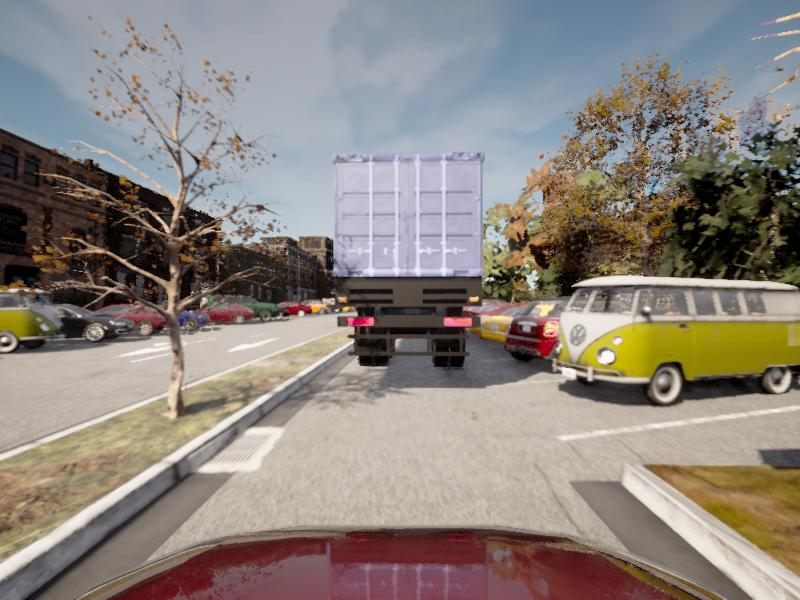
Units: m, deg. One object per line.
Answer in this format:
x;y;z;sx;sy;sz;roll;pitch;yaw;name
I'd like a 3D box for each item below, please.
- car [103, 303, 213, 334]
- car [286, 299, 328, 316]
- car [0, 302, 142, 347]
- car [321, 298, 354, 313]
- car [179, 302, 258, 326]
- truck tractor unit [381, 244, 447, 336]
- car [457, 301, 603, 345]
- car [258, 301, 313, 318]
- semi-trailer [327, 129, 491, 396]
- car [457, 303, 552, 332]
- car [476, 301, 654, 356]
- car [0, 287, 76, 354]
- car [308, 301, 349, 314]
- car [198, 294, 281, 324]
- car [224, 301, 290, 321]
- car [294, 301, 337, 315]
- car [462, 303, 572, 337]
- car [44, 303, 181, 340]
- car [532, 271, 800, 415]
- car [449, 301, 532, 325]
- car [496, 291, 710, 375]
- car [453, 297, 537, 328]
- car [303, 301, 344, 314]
-12.686;0.920;21.330;4.674;1.452;2.002;-1;-1;-17;car
-10.544;0.811;45.403;4.553;1.767;2.185;-1;0;-14;car
-13.042;0.867;15.297;4.892;1.521;2.231;-1;0;-17;car
-9.015;0.735;57.414;4.442;1.987;1.878;-1;-1;-13;car
-12.260;0.934;27.352;4.674;1.452;2.002;-1;0;-16;car
0.849;-0.478;21.673;3.053;4.208;6.516;0;0;4;truck tractor unit
5.153;0.851;15.929;5.366;1.575;1.946;1;0;-17;car
-11.199;0.922;39.391;5.008;1.535;2.097;-1;0;-15;car
0.457;-0.590;13.770;2.717;4.402;14.254;0;0;3;semi-trailer
5.674;0.907;21.900;4.674;1.452;2.002;1;0;-16;car
5.356;0.850;13.085;5.366;1.575;1.946;1;0;-17;car
-13.076;0.631;12.318;4.442;1.987;1.878;-1;0;-18;car
-9.681;0.956;54.346;5.366;1.575;1.946;-1;0;-13;car
-12.004;0.650;30.382;5.566;2.045;2.435;-1;0;-16;car
-11.776;0.909;33.381;5.008;1.535;2.097;-1;0;-15;car
-10.213;0.945;48.404;4.892;1.521;2.231;-1;0;-13;car
5.492;0.901;18.945;4.674;1.452;2.002;1;0;-16;car
-12.863;0.912;18.310;4.674;1.452;2.002;-1;0;-17;car
4.824;0.613;7.075;4.442;1.987;1.878;1;0;-18;car
6.278;0.876;27.859;5.366;1.575;1.946;1;0;-15;car
5.014;0.720;10.063;4.553;1.767;2.185;1;0;-17;car
5.851;0.746;24.848;4.553;1.767;2.185;1;0;-16;car
-9.878;0.950;51.404;5.008;1.535;2.097;-1;-1;-13;car
